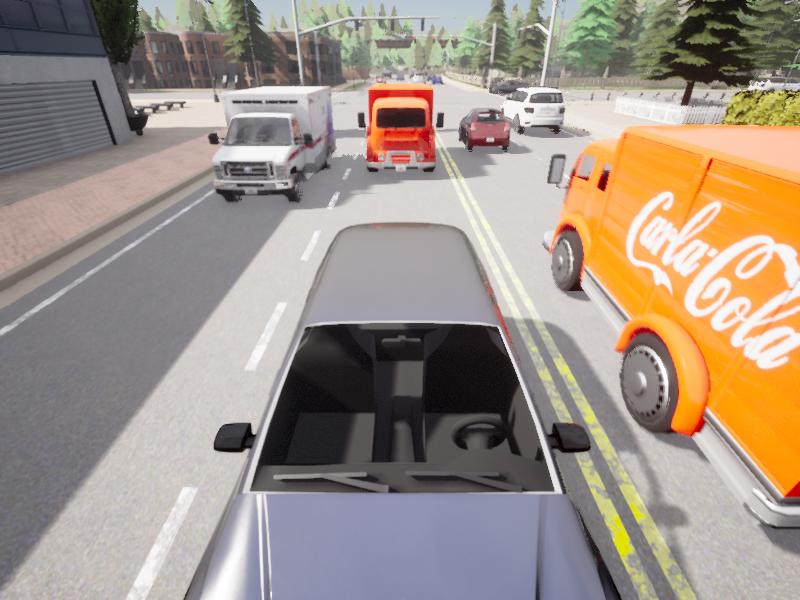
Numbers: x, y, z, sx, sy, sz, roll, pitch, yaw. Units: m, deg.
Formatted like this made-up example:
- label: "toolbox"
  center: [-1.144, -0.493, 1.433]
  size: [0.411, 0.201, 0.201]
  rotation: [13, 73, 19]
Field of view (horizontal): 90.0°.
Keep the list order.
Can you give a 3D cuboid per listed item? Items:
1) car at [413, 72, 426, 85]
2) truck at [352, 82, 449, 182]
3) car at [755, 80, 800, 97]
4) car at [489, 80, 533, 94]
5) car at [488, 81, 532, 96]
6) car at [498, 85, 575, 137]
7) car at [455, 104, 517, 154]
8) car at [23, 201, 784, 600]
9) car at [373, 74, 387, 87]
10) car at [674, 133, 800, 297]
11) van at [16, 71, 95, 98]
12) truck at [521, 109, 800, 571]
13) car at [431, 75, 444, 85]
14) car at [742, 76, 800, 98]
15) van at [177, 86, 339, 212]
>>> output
- label: "car"
  center: [3.586, -41.610, 75.076]
  size: [2.150, 2.045, 5.566]
  rotation: [0, 30, 0]
- label: "truck"
  center: [0.024, -5.954, 13.717]
  size: [2.627, 2.467, 5.204]
  rotation: [0, 31, 0]
- label: "car"
  center: [45.358, -24.952, 47.100]
  size: [4.611, 1.667, 2.242]
  rotation: [0, 30, 0]
- label: "car"
  center: [13.807, -26.717, 50.182]
  size: [4.792, 1.488, 2.163]
  rotation: [0, 30, 0]
- label: "car"
  center: [12.857, -24.978, 47.163]
  size: [4.514, 1.525, 2.007]
  rotation: [0, 30, 0]
- label: "car"
  center: [7.032, -10.247, 21.476]
  size: [2.150, 2.045, 5.566]
  rotation: [0, 30, 0]
- label: "car"
  center: [3.529, -7.403, 17.130]
  size: [1.845, 1.501, 3.633]
  rotation: [0, 30, 0]
- label: "car"
  center: [0.012, 0.732, 3.089]
  size: [2.242, 1.667, 4.611]
  rotation: [0, 30, 0]
- label: "car"
  center: [-3.420, -37.664, 68.584]
  size: [2.097, 1.767, 4.553]
  rotation: [0, 30, 0]
- label: "car"
  center: [7.024, -1.517, 6.714]
  size: [1.905, 1.878, 3.866]
  rotation: [0, 30, 0]
- label: "van"
  center: [-38.661, -24.424, 45.183]
  size: [5.915, 2.561, 1.988]
  rotation: [-10, 32, -16]
- label: "truck"
  center: [3.515, -0.497, 4.398]
  size: [2.627, 2.467, 5.204]
  rotation: [0, 30, 0]
- label: "car"
  center: [7.087, -41.851, 76.068]
  size: [2.007, 1.525, 4.514]
  rotation: [0, 30, 0]
- label: "car"
  center: [41.629, -23.404, 43.958]
  size: [5.566, 2.045, 2.150]
  rotation: [0, 30, 0]
- label: "van"
  center: [-3.480, -4.763, 11.732]
  size: [2.351, 2.431, 6.366]
  rotation: [0, 30, 0]
